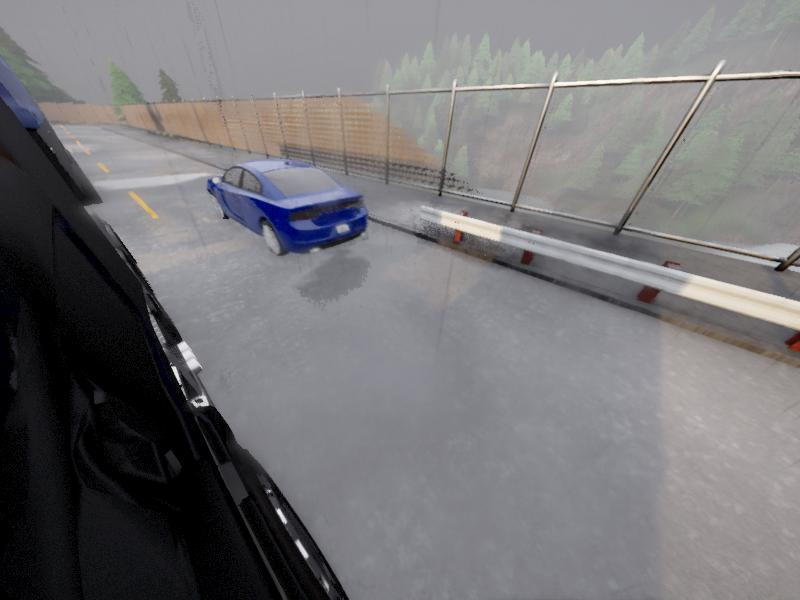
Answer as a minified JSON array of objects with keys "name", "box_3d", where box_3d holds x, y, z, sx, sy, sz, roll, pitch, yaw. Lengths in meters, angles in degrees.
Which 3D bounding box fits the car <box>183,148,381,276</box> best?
[{"name":"car","box_3d":[-2.914,-2.491,5.501,5.008,1.535,1.882,29,44,31]}]

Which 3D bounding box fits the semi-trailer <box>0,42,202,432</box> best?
[{"name":"semi-trailer","box_3d":[-8.696,-3.618,4.213,14.254,4.402,2.717,28,44,30]}]

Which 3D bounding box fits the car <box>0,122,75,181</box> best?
[{"name":"car","box_3d":[-16.185,-6.503,9.864,5.238,1.638,1.930,28,44,30]}]

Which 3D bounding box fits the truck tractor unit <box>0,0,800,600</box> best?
[{"name":"truck tractor unit","box_3d":[-2.645,-0.295,0.351,6.516,4.208,3.053,28,44,30]}]
